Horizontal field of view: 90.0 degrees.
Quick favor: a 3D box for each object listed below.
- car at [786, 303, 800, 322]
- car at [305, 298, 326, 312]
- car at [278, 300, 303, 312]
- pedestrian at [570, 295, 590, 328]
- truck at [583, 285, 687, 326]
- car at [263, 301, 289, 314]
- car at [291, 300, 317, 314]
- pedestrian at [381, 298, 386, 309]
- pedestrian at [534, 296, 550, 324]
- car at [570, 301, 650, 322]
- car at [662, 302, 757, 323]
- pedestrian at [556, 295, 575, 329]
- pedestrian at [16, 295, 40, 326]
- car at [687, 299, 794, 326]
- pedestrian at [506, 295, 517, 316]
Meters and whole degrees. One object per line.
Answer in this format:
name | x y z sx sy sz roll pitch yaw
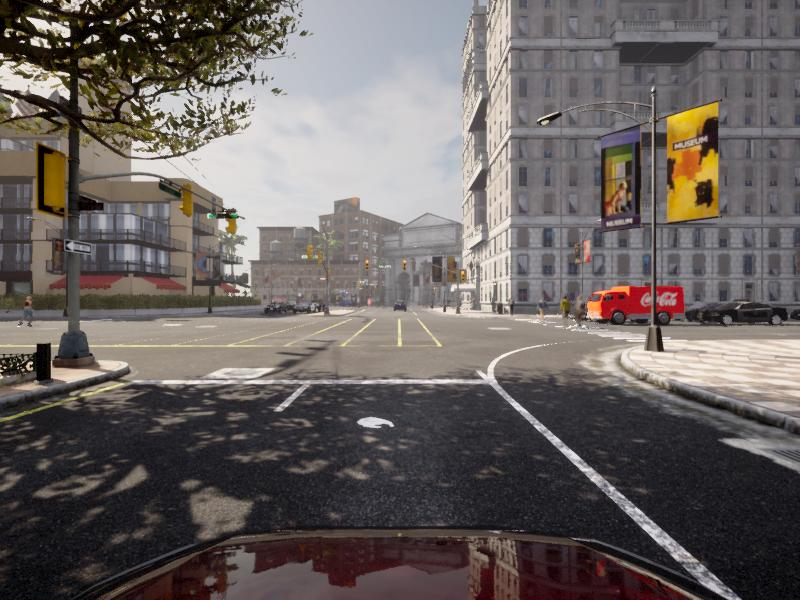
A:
car | 31.310 0.907 29.338 4.181 1.385 1.994 0 0 -1
car | -11.485 0.651 54.488 1.932 1.855 4.605 0 0 0
car | -14.985 0.770 55.106 1.930 1.638 5.238 0 0 0
pedestrian | 10.161 0.637 22.606 0.751 1.860 0.751 0 0 -10
truck | 14.976 0.353 25.774 5.204 2.467 2.627 0 0 0
car | -14.984 0.852 48.417 1.970 1.475 3.806 0 0 0
car | -11.489 0.825 48.237 2.038 1.542 4.974 0 0 0
pedestrian | -2.885 0.636 69.467 0.751 1.860 0.751 0 0 -6
pedestrian | 9.510 0.637 26.810 0.751 1.860 0.751 0 0 0
car | 15.296 0.844 29.279 4.892 1.490 1.837 0 0 0
car | 22.577 0.894 29.316 5.357 1.411 2.033 0 0 0
pedestrian | 9.221 0.635 22.315 0.751 1.860 0.751 0 0 2
pedestrian | -22.861 0.637 24.592 0.751 1.860 0.751 0 0 2
car | 21.858 0.770 25.810 5.238 1.638 1.930 0 0 0
pedestrian | 9.910 0.484 35.497 0.751 1.860 0.751 0 0 -2
